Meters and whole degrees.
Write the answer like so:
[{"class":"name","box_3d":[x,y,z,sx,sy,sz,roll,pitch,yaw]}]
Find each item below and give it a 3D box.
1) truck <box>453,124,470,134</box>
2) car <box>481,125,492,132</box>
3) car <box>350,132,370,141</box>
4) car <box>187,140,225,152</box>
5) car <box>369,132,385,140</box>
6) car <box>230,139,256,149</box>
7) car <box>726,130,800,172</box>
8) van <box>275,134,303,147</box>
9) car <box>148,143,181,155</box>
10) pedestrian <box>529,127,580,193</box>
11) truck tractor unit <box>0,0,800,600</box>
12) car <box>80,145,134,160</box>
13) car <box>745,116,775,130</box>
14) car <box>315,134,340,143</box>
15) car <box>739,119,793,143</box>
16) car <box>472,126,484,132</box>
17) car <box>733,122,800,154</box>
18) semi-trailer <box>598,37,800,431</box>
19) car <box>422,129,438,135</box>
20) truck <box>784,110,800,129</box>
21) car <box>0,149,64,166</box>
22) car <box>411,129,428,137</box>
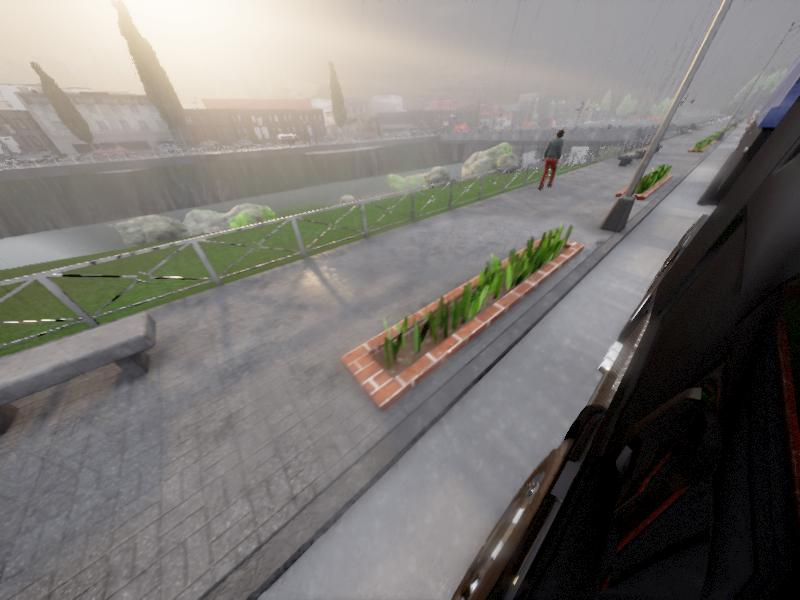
[{"class":"truck","box_3d":[20.689,-57.351,77.316,5.204,2.467,2.627,-28,44,-30]},{"class":"car","box_3d":[31.771,-63.012,84.733,3.866,1.878,1.905,-28,44,-30]},{"class":"car","box_3d":[-10.513,-43.478,61.341,4.856,1.649,2.033,-27,43,-30]},{"class":"car","box_3d":[-36.939,-29.402,44.070,5.238,1.638,1.930,-28,44,-30]},{"class":"car","box_3d":[-5.975,-42.720,60.164,3.806,1.475,1.970,-28,44,-30]},{"class":"car","box_3d":[-32.146,-31.887,47.247,3.806,1.475,1.970,-28,43,-30]},{"class":"car","box_3d":[18.410,-7.517,11.471,4.181,1.385,1.994,-28,43,-30]},{"class":"van","box_3d":[-23.375,-33.677,48.631,4.480,2.038,2.069,-28,44,-30]},{"class":"car","box_3d":[-41.672,-26.806,41.016,3.806,1.475,1.970,-28,44,-30]},{"class":"pedestrian","box_3d":[5.400,-4.926,8.173,0.751,1.860,0.751,-29,44,-30]},{"class":"truck tractor unit","box_3d":[2.645,-0.295,0.351,6.516,4.208,3.053,-28,44,-30]},{"class":"car","box_3d":[-47.141,-23.952,37.404,5.027,1.651,2.152,-28,44,-30]},{"class":"car","box_3d":[55.812,-27.524,35.865,5.008,1.535,1.882,-28,44,-30]},{"class":"car","box_3d":[-17.658,-39.669,56.657,5.238,1.638,1.930,-28,44,-30]},{"class":"car","box_3d":[33.138,-15.432,21.048,4.514,1.525,2.007,-28,44,-30]},{"class":"car","box_3d":[29.582,-64.819,87.603,4.892,1.490,1.837,-28,44,-30]},{"class":"car","box_3d":[25.050,-11.123,15.766,4.514,1.525,2.007,-28,44,-30]},{"class":"semi-trailer","box_3d":[8.712,-3.583,4.232,14.254,4.402,2.717,-28,43,-30]},{"class":"car","box_3d":[9.717,-54.240,74.605,5.008,1.535,1.882,-28,44,-30]},{"class":"truck","box_3d":[58.670,-26.154,33.378,6.274,2.098,2.390,-28,44,-30]},{"class":"car","box_3d":[-53.243,-20.703,33.416,4.856,1.649,2.033,-28,44,-30]},{"class":"car","box_3d":[5.778,-49.058,67.806,5.238,1.638,1.930,-28,44,-30]}]
